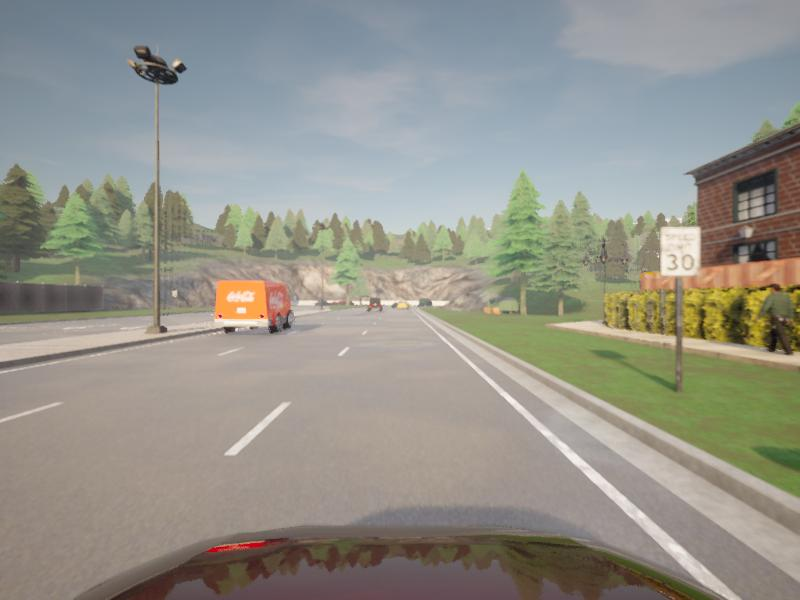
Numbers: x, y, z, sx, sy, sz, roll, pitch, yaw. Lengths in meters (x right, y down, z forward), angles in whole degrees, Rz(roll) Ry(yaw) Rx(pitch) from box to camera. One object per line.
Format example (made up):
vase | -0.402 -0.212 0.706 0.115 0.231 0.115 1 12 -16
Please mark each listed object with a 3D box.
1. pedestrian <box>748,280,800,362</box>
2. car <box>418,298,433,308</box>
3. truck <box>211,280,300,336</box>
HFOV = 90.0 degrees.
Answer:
pedestrian | 8.978 0.484 9.514 0.751 1.860 0.751 0 0 0
car | 5.574 0.565 87.395 2.150 2.045 5.566 0 0 16
truck | -6.969 0.355 20.095 2.627 2.467 5.204 0 0 0
